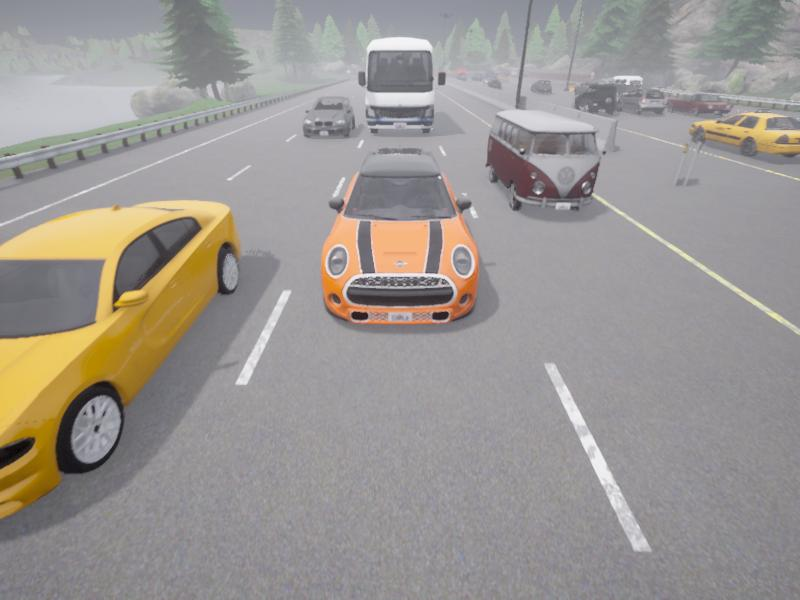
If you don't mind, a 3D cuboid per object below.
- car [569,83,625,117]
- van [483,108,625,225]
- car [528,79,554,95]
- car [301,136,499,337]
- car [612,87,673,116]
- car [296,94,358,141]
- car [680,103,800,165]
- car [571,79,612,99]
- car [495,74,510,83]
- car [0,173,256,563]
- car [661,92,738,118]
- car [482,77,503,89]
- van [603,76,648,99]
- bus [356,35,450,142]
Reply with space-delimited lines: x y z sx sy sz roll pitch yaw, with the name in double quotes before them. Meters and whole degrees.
"car" 13.994 -14.388 28.671 1.905 1.878 3.866 0 30 0
"van" 3.499 -3.625 10.211 1.775 1.987 4.442 0 30 0
"car" 17.459 -26.415 49.556 1.845 1.501 3.633 0 31 0
"car" 0.000 -1.438 6.661 2.097 1.767 4.553 0 30 0
"car" 17.496 -14.500 29.146 1.851 1.617 3.988 0 30 0
"car" -3.504 -9.289 20.177 2.242 1.667 4.611 0 31 0
"car" 13.997 -6.793 16.019 1.801 1.575 5.366 0 30 0
"car" 20.976 -23.294 44.091 2.242 1.667 4.611 0 30 0
"car" 20.844 -45.201 81.602 1.801 1.575 5.366 0 30 0
"car" -3.499 -0.075 4.591 1.882 1.535 5.008 0 31 0
"car" 20.992 -13.822 28.299 1.895 1.301 4.718 0 30 0
"car" 13.920 -32.898 60.564 2.038 1.542 4.974 0 30 0
"van" 24.480 -23.262 43.671 2.069 2.038 4.480 0 30 0
"bus" 0.117 -12.050 22.324 3.944 4.253 10.273 0 32 0
